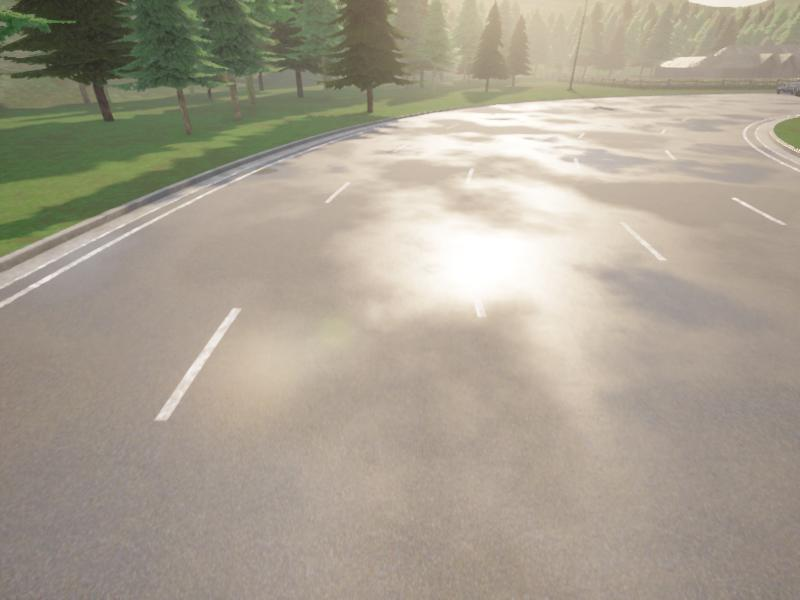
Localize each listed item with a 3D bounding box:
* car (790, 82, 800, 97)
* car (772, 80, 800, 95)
[{"bbox_3d":[47.049,-23.819,45.213,4.193,1.474,1.816,-7,31,-12],"label":"car"},{"bbox_3d":[48.425,-25.773,48.559,4.792,1.488,2.163,-7,31,-12],"label":"car"}]
